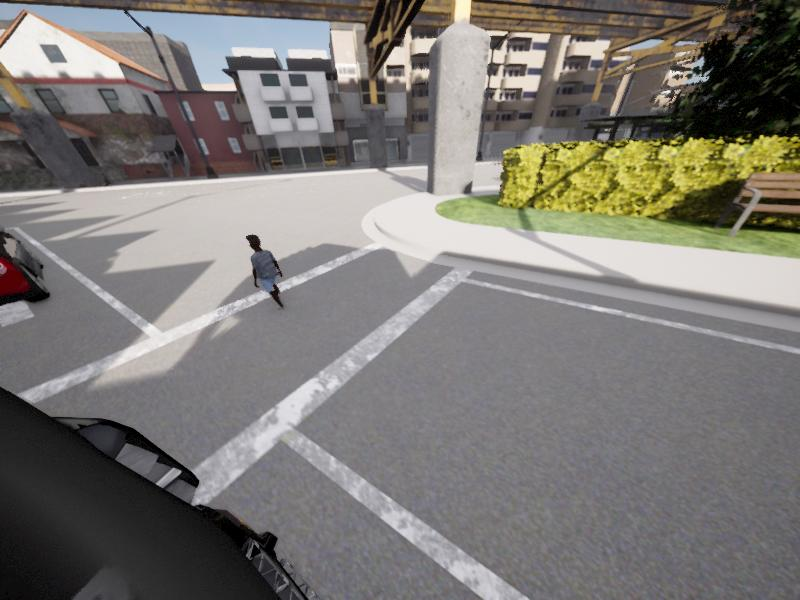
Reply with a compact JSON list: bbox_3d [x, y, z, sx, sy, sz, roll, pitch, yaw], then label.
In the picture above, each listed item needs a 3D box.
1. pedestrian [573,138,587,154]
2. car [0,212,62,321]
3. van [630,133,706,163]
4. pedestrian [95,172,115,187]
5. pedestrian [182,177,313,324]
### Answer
[{"bbox_3d":[25.203,-21.508,32.331,0.751,1.860,0.751,3,34,9],"label":"pedestrian"},{"bbox_3d":[-8.435,-0.651,4.152,3.806,1.475,1.970,19,39,29],"label":"car"},{"bbox_3d":[24.745,-14.108,21.424,4.480,2.038,2.069,-10,34,-11],"label":"van"},{"bbox_3d":[-26.178,-10.719,20.529,0.500,1.100,0.500,-16,36,-19],"label":"pedestrian"},{"bbox_3d":[-2.052,-0.691,3.365,0.751,1.860,0.751,17,39,27],"label":"pedestrian"}]
